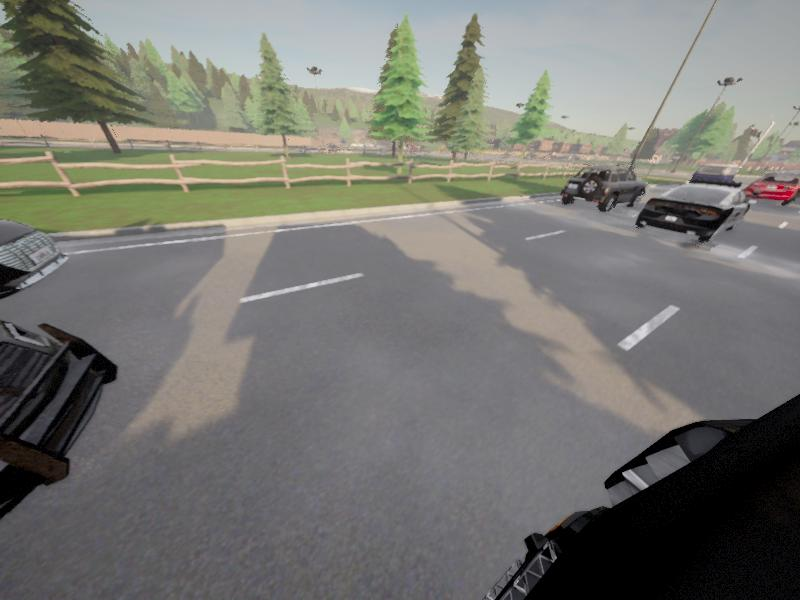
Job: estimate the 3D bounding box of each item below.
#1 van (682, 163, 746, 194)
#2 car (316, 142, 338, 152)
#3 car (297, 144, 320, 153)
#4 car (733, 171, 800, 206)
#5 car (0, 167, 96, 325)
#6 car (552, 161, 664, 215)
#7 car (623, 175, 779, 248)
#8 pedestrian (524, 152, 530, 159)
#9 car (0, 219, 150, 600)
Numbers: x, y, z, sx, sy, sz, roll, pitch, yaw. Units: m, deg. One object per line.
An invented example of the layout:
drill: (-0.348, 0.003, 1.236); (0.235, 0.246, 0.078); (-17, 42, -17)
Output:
van: (26.139, -10.201, 19.253); (4.442, 1.987, 1.775); (-16, 38, -26)
car: (-17.678, -36.919, 55.902); (4.605, 1.855, 1.932); (-16, 38, -26)
car: (-19.200, -31.755, 48.551); (4.181, 1.385, 1.994); (-16, 38, -26)
car: (25.652, -7.680, 15.743); (4.611, 1.667, 2.242); (-16, 38, -26)
car: (-7.616, -0.322, 2.360); (4.856, 1.649, 2.033); (-16, 38, -26)
car: (9.999, -5.505, 11.157); (4.605, 1.855, 1.932); (-16, 38, -26)
car: (10.712, -3.359, 8.228); (5.238, 1.638, 1.930); (-16, 38, -26)
pedestrian: (43.192, -49.093, 78.514); (0.751, 1.860, 0.751); (-12, 36, -20)
car: (-4.614, 1.109, 0.544); (4.974, 1.542, 2.038); (-16, 38, -26)
